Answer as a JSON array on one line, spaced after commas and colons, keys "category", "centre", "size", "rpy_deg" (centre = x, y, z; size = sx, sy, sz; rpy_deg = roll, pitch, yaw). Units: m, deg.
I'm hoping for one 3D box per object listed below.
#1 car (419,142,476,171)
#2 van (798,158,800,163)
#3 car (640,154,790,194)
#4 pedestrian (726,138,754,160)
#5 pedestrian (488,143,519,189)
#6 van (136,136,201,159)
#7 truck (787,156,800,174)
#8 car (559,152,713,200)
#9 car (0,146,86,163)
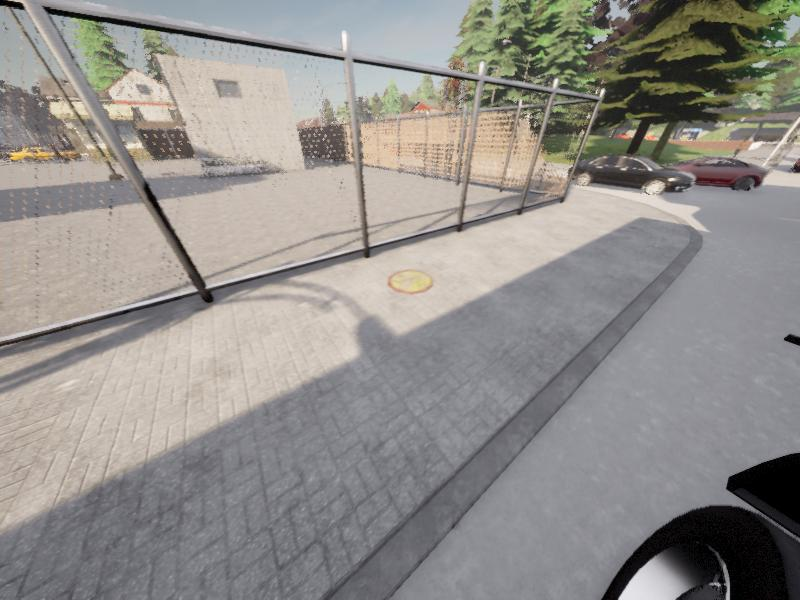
[{"category": "car", "centre": [3.912, -12.433, 19.851], "size": [1.932, 1.855, 4.605], "rpy_deg": [-22, 41, -28]}, {"category": "van", "centre": [40.880, -14.588, 21.982], "size": [5.915, 2.561, 1.988], "rpy_deg": [-22, 41, -28]}, {"category": "car", "centre": [15.768, -6.697, 12.055], "size": [4.181, 1.385, 1.994], "rpy_deg": [22, 41, 28]}, {"category": "pedestrian", "centre": [34.306, -15.249, 23.344], "size": [0.751, 1.860, 0.751], "rpy_deg": [-23, 41, -29]}, {"category": "pedestrian", "centre": [4.986, -6.509, 11.227], "size": [0.751, 1.860, 0.751], "rpy_deg": [30, 45, 35]}, {"category": "van", "centre": [-33.036, -22.102, 33.325], "size": [5.915, 2.561, 1.988], "rpy_deg": [-22, 41, -28]}, {"category": "truck", "centre": [29.866, -10.050, 15.738], "size": [5.204, 2.467, 2.627], "rpy_deg": [-21, 40, -28]}, {"category": "car", "centre": [11.201, -6.331, 11.471], "size": [1.837, 1.490, 4.892], "rpy_deg": [-23, 41, -29]}, {"category": "car", "centre": [-42.914, -17.726, 28.048], "size": [5.366, 1.575, 1.801], "rpy_deg": [-22, 41, -28]}]
